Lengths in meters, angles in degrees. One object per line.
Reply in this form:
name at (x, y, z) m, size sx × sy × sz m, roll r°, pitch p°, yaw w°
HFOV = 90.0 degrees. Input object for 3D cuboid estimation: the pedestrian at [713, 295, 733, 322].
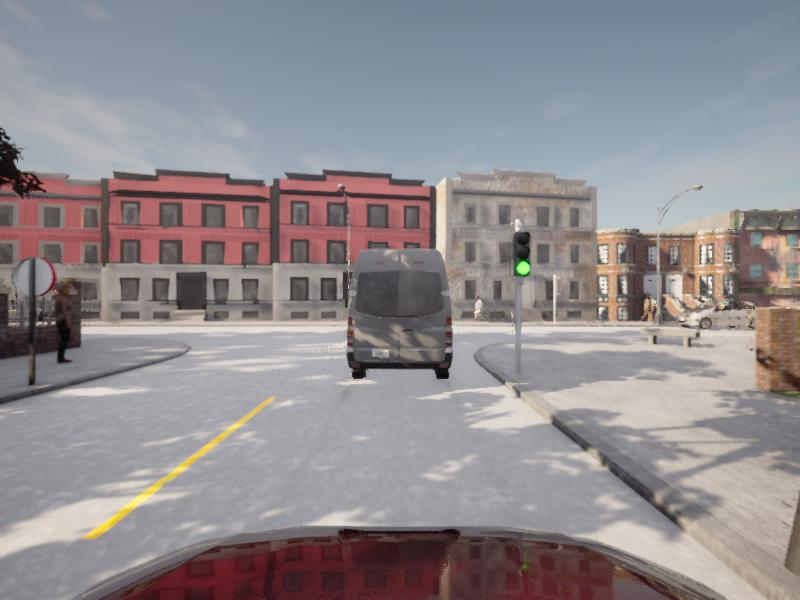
pedestrian at (22.109, 0.576, 27.408) m, size 0.751 × 1.860 × 0.751 m, roll 0°, pitch 0°, yaw -16°

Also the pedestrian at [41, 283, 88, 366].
pedestrian at (-7.963, 0.549, 9.489) m, size 0.751 × 1.860 × 0.751 m, roll 0°, pitch 0°, yaw 42°

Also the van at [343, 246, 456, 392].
van at (0.055, 0.338, 9.999) m, size 1.988 × 2.561 × 5.915 m, roll 0°, pitch 0°, yaw 1°

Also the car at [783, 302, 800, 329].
car at (24.219, 0.862, 22.479) m, size 3.633 × 1.501 × 1.845 m, roll 0°, pitch 0°, yaw 0°

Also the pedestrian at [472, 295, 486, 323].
pedestrian at (5.304, 0.575, 26.956) m, size 0.751 × 1.860 × 0.751 m, roll 0°, pitch 0°, yaw -6°

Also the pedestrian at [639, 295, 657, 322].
pedestrian at (17.097, 0.576, 27.583) m, size 0.751 × 1.860 × 0.751 m, roll 0°, pitch 0°, yaw 1°

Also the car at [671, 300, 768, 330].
car at (17.859, 0.824, 22.489) m, size 3.988 × 1.617 × 1.851 m, roll 0°, pitch 0°, yaw 0°
